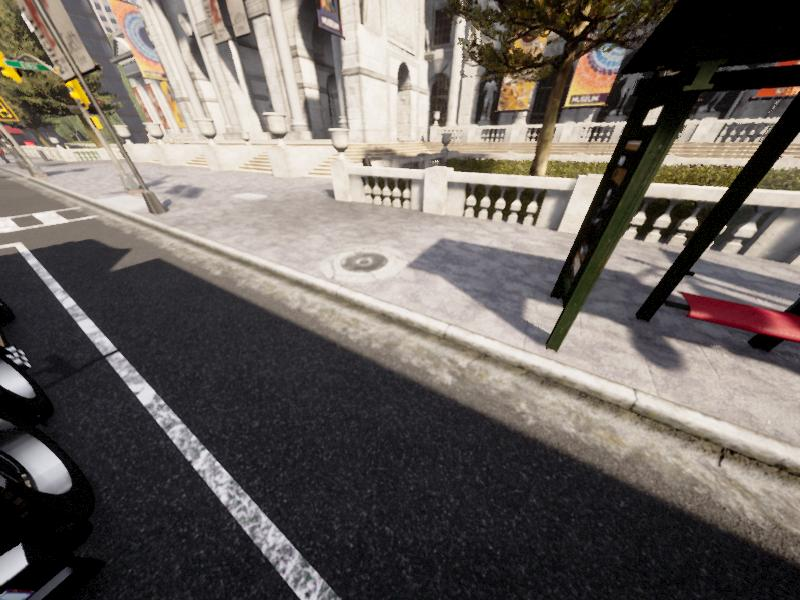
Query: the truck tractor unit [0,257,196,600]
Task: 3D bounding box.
[{"bbox_3d":[-5.104,-0.305,0.806,6.516,4.208,3.053,19,39,25],"label":"truck tractor unit"}]
